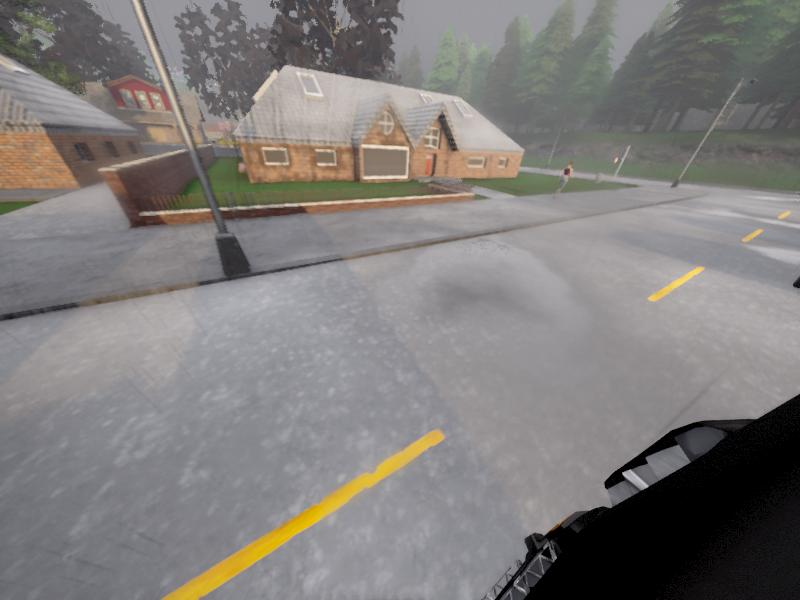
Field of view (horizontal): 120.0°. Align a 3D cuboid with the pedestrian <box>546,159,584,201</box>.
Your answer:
[{"bbox_3d":[8.787,-6.414,12.366,0.751,1.860,0.751,-14,37,-24],"label":"pedestrian"}]

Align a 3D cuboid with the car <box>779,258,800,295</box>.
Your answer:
[{"bbox_3d":[10.101,-0.853,4.624,3.633,1.501,1.845,-16,38,-26],"label":"car"}]
